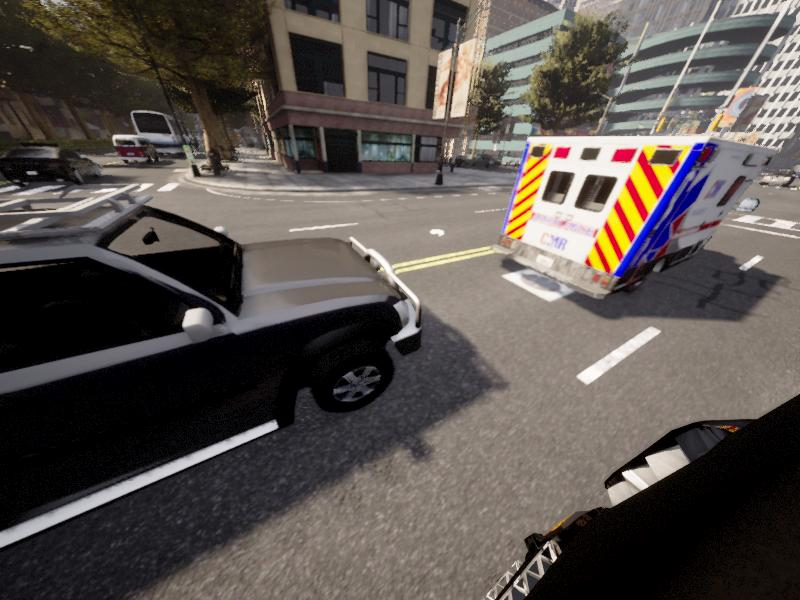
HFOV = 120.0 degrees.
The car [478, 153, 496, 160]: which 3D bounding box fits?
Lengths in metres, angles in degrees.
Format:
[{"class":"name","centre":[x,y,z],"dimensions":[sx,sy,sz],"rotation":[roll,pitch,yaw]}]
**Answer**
[{"class":"car","centre":[26.754,-44.046,70.872],"dimensions":[2.161,1.482,4.786],"rotation":[-15,38,-25]}]

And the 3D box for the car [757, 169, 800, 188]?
[{"class":"car","centre":[47.369,-15.173,28.757],"dimensions":[4.605,1.855,1.932],"rotation":[-14,37,-25]}]

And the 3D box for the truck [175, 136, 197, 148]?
[{"class":"truck","centre":[-49.635,-36.817,53.739],"dimensions":[2.390,2.098,6.274],"rotation":[-15,38,-25]}]

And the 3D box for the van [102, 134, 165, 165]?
[{"class":"van","centre":[-23.227,-13.340,20.442],"dimensions":[2.069,2.038,4.480],"rotation":[-15,38,-25]}]

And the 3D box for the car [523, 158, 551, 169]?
[{"class":"car","centre":[24.346,-24.377,41.172],"dimensions":[1.845,1.501,3.633],"rotation":[-15,38,-25]}]

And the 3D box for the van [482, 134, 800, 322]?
[{"class":"van","centre":[5.303,-2.000,5.182],"dimensions":[6.366,2.431,2.351],"rotation":[-15,37,-25]}]

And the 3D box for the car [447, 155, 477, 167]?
[{"class":"car","centre":[9.822,-22.257,36.944],"dimensions":[1.812,1.442,4.674],"rotation":[-15,38,-25]}]

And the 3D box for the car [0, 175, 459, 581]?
[{"class":"car","centre":[-2.126,0.199,1.796],"dimensions":[4.605,1.855,1.932],"rotation":[-15,37,-25]}]

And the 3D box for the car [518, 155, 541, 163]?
[{"class":"car","centre":[35.951,-39.242,64.265],"dimensions":[2.128,1.511,4.902],"rotation":[-15,38,-25]}]

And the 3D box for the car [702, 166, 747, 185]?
[{"class":"car","centre":[40.322,-15.499,28.709],"dimensions":[4.605,1.855,1.932],"rotation":[-14,37,-25]}]

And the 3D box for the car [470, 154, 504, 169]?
[{"class":"car","centre":[13.756,-22.227,36.995],"dimensions":[2.242,1.667,4.611],"rotation":[-15,37,-25]}]

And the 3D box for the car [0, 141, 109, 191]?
[{"class":"car","centre":[-16.818,-6.679,11.250],"dimensions":[1.930,1.638,5.238],"rotation":[-20,40,-30]}]

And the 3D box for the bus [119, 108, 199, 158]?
[{"class":"bus","centre":[-29.810,-21.003,29.478],"dimensions":[3.944,4.253,10.273],"rotation":[-15,38,-25]}]

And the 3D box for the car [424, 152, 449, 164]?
[{"class":"car","centre":[6.583,-25.615,41.682],"dimensions":[2.007,1.525,4.514],"rotation":[-15,38,-25]}]
